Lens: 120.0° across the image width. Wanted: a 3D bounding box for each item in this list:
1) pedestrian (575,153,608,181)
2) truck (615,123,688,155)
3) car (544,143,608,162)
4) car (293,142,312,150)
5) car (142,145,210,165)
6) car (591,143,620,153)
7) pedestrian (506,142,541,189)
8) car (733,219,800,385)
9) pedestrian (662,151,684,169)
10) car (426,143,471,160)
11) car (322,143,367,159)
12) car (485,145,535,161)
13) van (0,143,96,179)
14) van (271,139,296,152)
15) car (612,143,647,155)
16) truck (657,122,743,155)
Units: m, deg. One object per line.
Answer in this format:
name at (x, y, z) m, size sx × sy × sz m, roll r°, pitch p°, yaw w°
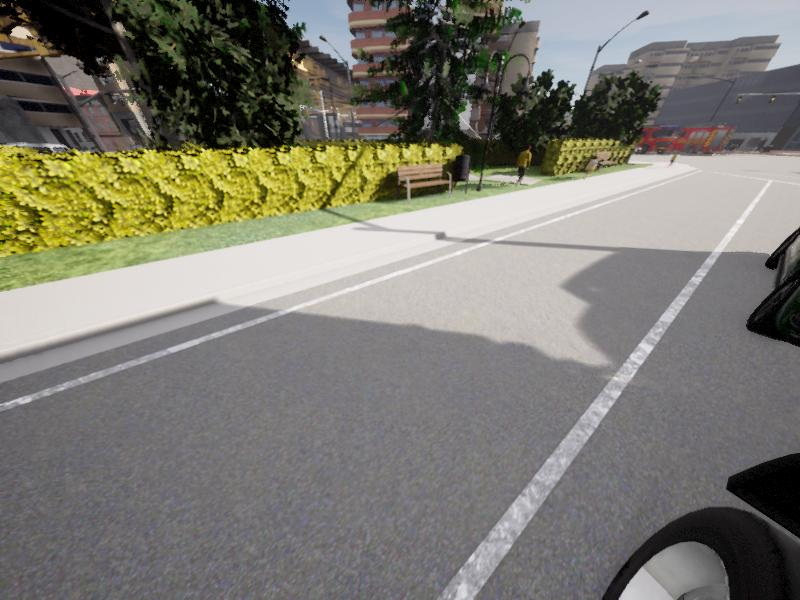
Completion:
pedestrian at (10.897, -7.590, 13.176) m, size 0.751 × 1.300 × 0.751 m, roll -17°, pitch 38°, yaw -22°
truck at (39.672, -25.801, 37.132) m, size 2.891 × 3.827 × 8.468 m, roll 6°, pitch 35°, yaw 8°
car at (19.524, -16.621, 25.949) m, size 5.027 × 1.651 × 2.152 m, roll 6°, pitch 36°, yaw 9°
car at (-22.172, -35.016, 52.576) m, size 1.994 × 1.385 × 4.181 m, roll 6°, pitch 36°, yaw 9°
car at (-24.607, -16.245, 25.773) m, size 1.801 × 1.575 × 5.366 m, roll 6°, pitch 36°, yaw 9°
car at (37.056, -27.545, 41.837) m, size 1.994 × 1.385 × 4.181 m, roll 6°, pitch 35°, yaw 9°
pedestrian at (5.921, -6.469, 11.137) m, size 0.751 × 1.860 × 0.751 m, roll -23°, pitch 41°, yaw -29°
car at (7.027, -0.537, 2.860) m, size 5.566 × 2.045 × 2.150 m, roll -22°, pitch 41°, yaw -28°
pedestrian at (21.021, -10.767, 17.779) m, size 0.500 × 1.100 × 0.500 m, roll -12°, pitch 37°, yaw -16°
car at (5.881, -18.060, 28.089) m, size 5.027 × 1.651 × 2.152 m, roll 6°, pitch 36°, yaw 9°
car at (-7.163, -19.453, 30.162) m, size 5.027 × 1.651 × 2.152 m, roll 6°, pitch 36°, yaw 9°
car at (12.710, -17.282, 27.059) m, size 4.792 × 1.488 × 2.163 m, roll 6°, pitch 36°, yaw 9°
van at (-26.579, -10.262, 16.884) m, size 2.069 × 2.038 × 4.480 m, roll 6°, pitch 35°, yaw 9°
van at (-23.425, -31.357, 46.810) m, size 2.069 × 2.038 × 4.480 m, roll 6°, pitch 36°, yaw 9°
car at (35.773, -23.686, 36.145) m, size 1.970 × 1.475 × 3.806 m, roll 6°, pitch 35°, yaw 9°
truck at (46.706, -25.493, 36.665) m, size 2.891 × 3.827 × 8.468 m, roll 6°, pitch 35°, yaw 8°
